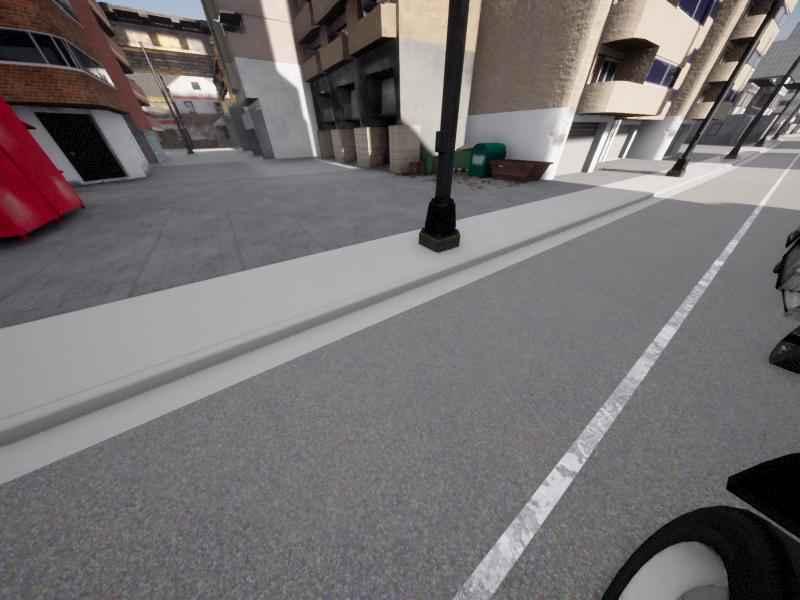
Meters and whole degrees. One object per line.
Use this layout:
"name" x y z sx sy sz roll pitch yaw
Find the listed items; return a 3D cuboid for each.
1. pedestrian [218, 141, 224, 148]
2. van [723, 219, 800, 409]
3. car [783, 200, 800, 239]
"pedestrian" -36.985 -32.074 47.708 0.500 1.100 0.500 -22 41 -27
"van" 7.035 -0.623 2.656 6.366 2.431 2.351 -22 40 -28
"car" 13.144 -2.683 6.323 4.902 1.511 2.128 -22 40 -27
